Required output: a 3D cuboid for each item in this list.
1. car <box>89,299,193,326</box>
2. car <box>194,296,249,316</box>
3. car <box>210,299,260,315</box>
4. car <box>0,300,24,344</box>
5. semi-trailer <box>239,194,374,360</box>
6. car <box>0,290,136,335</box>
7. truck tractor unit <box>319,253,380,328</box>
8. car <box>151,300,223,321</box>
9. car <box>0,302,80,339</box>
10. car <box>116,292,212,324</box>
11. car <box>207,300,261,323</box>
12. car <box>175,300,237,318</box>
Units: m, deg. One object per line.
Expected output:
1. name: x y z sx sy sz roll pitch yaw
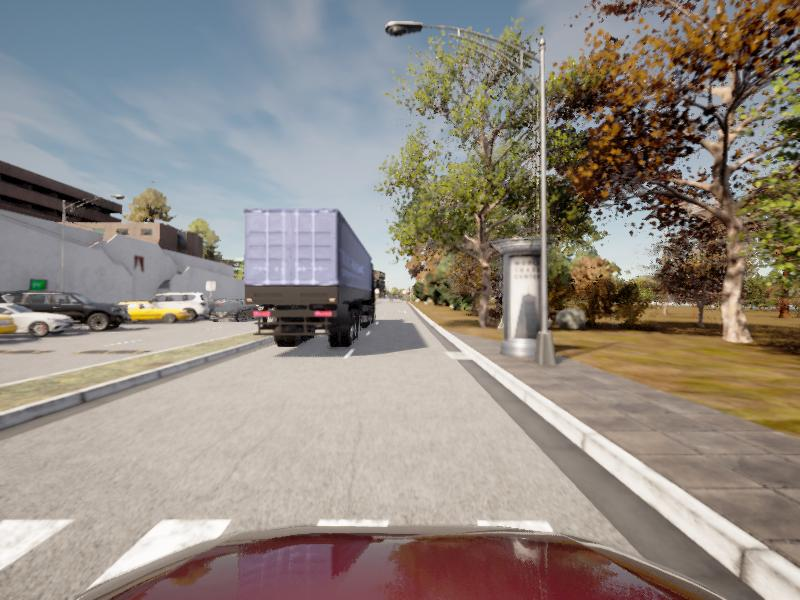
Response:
1. car: -16.660 0.779 26.079 5.366 1.575 1.946 -1 0 -20
2. car: -16.857 0.532 38.018 4.553 1.767 2.185 -1 1 -20
3. car: -16.825 0.654 41.030 4.674 1.452 2.002 -1 1 -20
4. car: -17.011 0.833 13.933 5.366 1.575 1.946 -1 0 -20
5. semi-trailer: -2.962 -0.632 17.775 2.717 4.402 14.254 0 0 0
6. car: -16.813 0.569 20.024 5.566 2.045 2.435 -1 0 -20
7. truck tractor unit: -2.995 -0.573 25.689 3.053 4.208 6.516 0 1 0
8. car: -16.854 0.760 32.006 4.792 1.488 2.163 -1 1 -20
9. car: -16.842 0.867 17.006 4.674 1.452 2.002 -1 0 -20
10. car: -16.859 0.509 29.005 5.566 2.045 2.435 -1 1 -20
11. car: -11.760 0.777 28.761 1.837 1.490 4.892 0 0 0
12. car: -16.829 0.739 35.031 4.674 1.452 2.002 -1 0 -20
